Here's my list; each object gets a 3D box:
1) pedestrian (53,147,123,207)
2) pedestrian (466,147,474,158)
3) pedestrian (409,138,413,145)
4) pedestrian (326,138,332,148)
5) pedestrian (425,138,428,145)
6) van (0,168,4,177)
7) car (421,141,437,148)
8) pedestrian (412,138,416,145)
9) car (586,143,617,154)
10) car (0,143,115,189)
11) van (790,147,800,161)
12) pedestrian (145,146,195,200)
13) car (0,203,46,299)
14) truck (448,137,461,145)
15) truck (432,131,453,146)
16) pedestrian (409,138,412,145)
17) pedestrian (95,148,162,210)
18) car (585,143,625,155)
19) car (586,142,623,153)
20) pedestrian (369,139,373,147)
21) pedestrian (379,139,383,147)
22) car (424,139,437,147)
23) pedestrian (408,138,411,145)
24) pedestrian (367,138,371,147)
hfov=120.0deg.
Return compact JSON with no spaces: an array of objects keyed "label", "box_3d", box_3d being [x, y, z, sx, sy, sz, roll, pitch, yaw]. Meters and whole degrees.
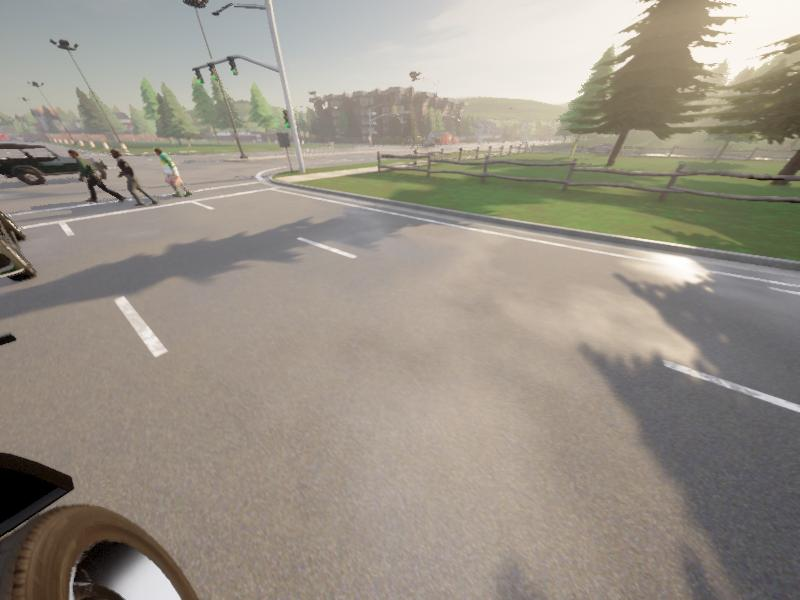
[{"label":"pedestrian","box_3d":[-11.577,-4.607,8.678,0.751,1.860,0.751,-29,45,-35]},{"label":"pedestrian","box_3d":[8.553,-17.983,28.227,0.500,1.100,0.500,25,42,31]},{"label":"pedestrian","box_3d":[3.510,-50.380,73.458,0.751,1.860,0.751,28,43,33]},{"label":"pedestrian","box_3d":[-16.222,-35.806,52.611,0.751,1.860,0.751,26,42,31]},{"label":"pedestrian","box_3d":[9.129,-55.312,80.505,0.751,1.860,0.751,21,40,27]},{"label":"van","box_3d":[-28.463,-9.297,15.105,4.442,1.987,1.775,22,41,28]},{"label":"car","box_3d":[7.454,-40.316,59.841,1.837,1.490,4.892,23,41,28]},{"label":"pedestrian","box_3d":[4.576,-52.118,75.934,0.751,1.860,0.751,14,37,18]},{"label":"car","box_3d":[37.002,-27.961,42.504,3.988,1.617,1.851,22,41,28]},{"label":"car","box_3d":[-19.435,-7.591,12.850,1.905,1.878,3.866,23,41,28]},{"label":"van","box_3d":[54.959,-18.442,28.461,6.366,2.431,2.351,22,41,28]},{"label":"pedestrian","box_3d":[-9.626,-5.324,9.713,0.751,1.860,0.751,-29,44,-35]},{"label":"car","box_3d":[-9.131,-1.252,4.191,5.027,1.651,2.152,22,41,28]},{"label":"truck","box_3d":[19.787,-57.739,83.819,2.627,2.467,5.204,22,41,28]},{"label":"truck","box_3d":[14.229,-53.703,76.866,2.891,3.827,8.468,22,41,28]},{"label":"pedestrian","box_3d":[3.437,-50.819,74.081,0.751,1.860,0.751,10,36,14]},{"label":"pedestrian","box_3d":[-9.732,-4.388,8.388,0.751,1.860,0.751,-22,41,-28]},{"label":"car","box_3d":[35.301,-26.197,39.972,4.856,1.649,2.033,22,41,28]},{"label":"car","box_3d":[39.353,-29.466,44.647,5.027,1.651,2.152,22,41,28]},{"label":"pedestrian","box_3d":[-7.867,-42.268,62.115,0.751,1.860,0.751,15,38,20]},{"label":"pedestrian","box_3d":[-5.307,-43.805,64.322,0.751,1.860,0.751,24,42,30]},{"label":"car","box_3d":[8.627,-44.868,65.988,1.905,1.878,3.866,23,41,28]},{"label":"pedestrian","box_3d":[2.950,-50.553,73.699,0.751,1.860,0.751,22,41,28]},{"label":"pedestrian","box_3d":[-8.172,-41.813,61.204,0.751,1.860,0.751,24,41,29]}]
